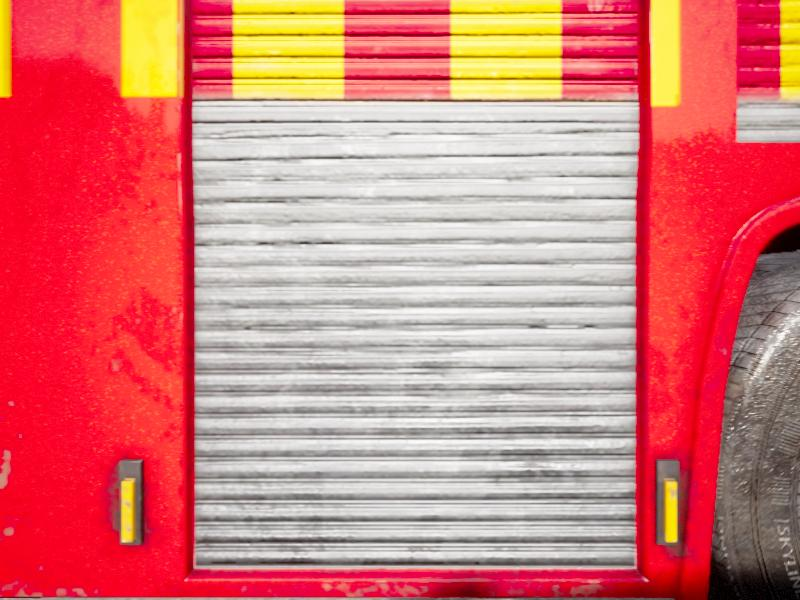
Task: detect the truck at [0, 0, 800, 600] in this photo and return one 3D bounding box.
[{"bbox_3d":[-1.191,-0.920,2.193,8.468,3.827,2.891,0,0,0],"label":"truck"}]
